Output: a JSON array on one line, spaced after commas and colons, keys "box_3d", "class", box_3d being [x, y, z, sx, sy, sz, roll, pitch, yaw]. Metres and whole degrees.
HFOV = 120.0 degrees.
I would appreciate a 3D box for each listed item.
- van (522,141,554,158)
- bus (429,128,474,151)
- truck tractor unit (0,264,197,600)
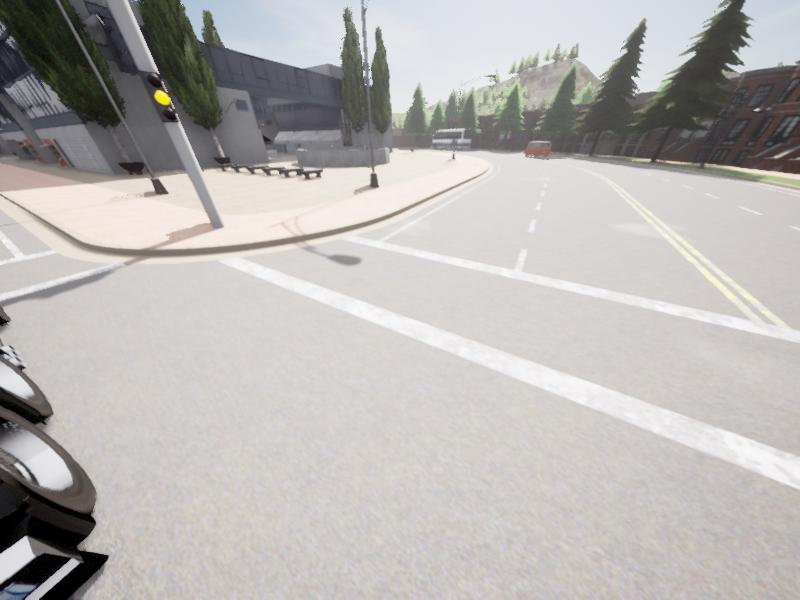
[{"box_3d": [19.739, -21.745, 33.336, 1.775, 1.987, 4.442, -1, 35, -1], "class": "van"}, {"box_3d": [12.295, -39.294, 56.659, 3.944, 4.253, 10.273, -25, 42, -31], "class": "bus"}, {"box_3d": [-5.116, -0.293, 0.782, 6.516, 4.208, 3.053, 18, 39, 24], "class": "truck tractor unit"}]
